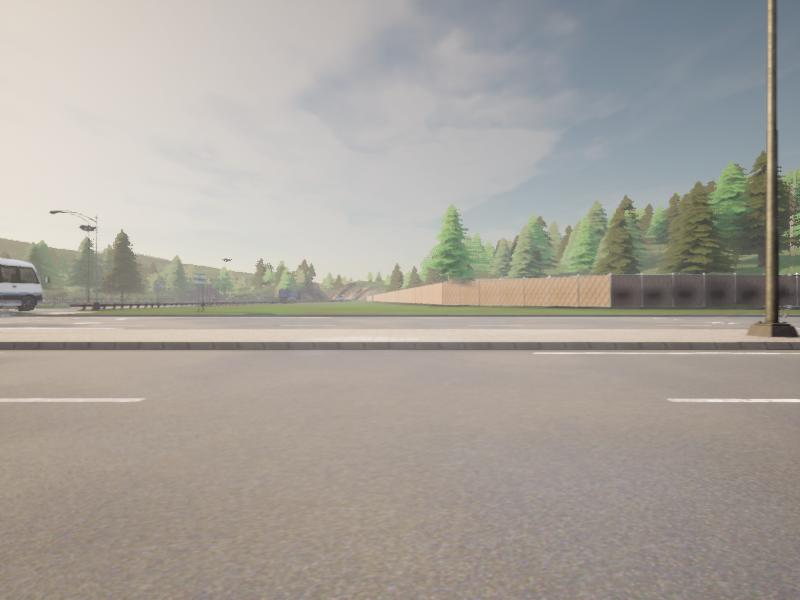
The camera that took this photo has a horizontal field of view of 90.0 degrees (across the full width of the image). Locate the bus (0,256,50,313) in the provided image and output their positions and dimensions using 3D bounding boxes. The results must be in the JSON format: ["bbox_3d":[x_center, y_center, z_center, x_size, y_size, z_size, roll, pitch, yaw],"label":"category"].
[{"bbox_3d":[-31.752,-1.137,28.957,3.944,4.253,10.273,0,0,0],"label":"bus"}]
